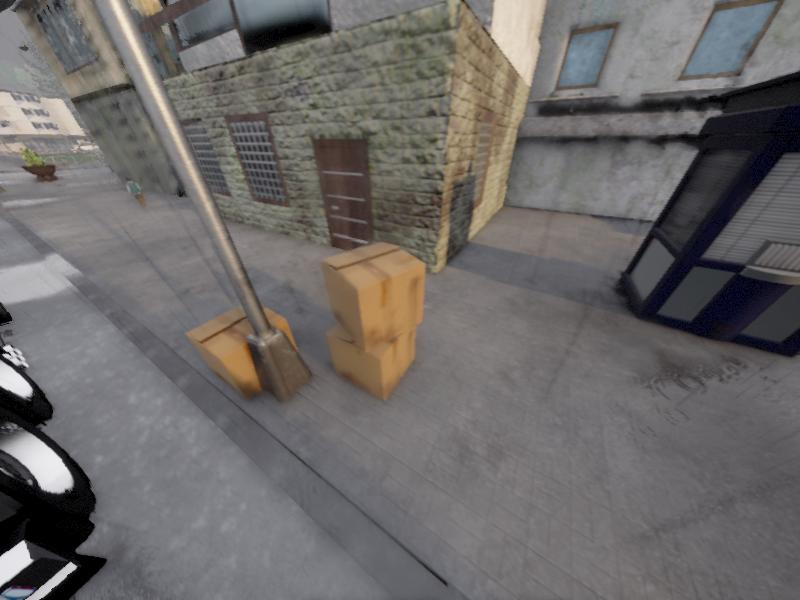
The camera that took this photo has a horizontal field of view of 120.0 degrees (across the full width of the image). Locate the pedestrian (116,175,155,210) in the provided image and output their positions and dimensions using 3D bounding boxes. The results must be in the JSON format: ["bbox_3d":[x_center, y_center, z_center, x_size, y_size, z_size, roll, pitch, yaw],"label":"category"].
[{"bbox_3d":[-10.051,-4.108,8.804,0.500,1.100,0.500,24,42,31],"label":"pedestrian"}]

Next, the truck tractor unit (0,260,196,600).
[{"bbox_3d":[-5.104,-0.308,0.789,6.516,4.208,3.053,19,39,24],"label":"truck tractor unit"}]
